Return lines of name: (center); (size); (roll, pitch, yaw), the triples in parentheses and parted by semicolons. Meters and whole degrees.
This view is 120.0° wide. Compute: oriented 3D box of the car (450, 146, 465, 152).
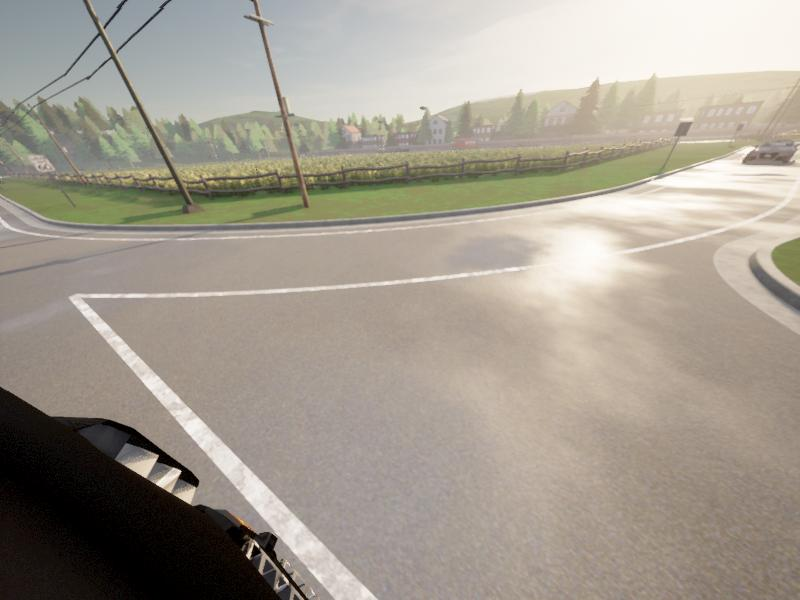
car: (18.848, -49.644, 76.074); (4.193, 1.474, 1.816); (16, 38, 27)

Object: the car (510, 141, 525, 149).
car: (38.460, -50.816, 75.855); (3.866, 1.878, 1.905); (16, 38, 27)

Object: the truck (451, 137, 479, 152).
truck: (22.429, -54.068, 80.327); (8.468, 3.827, 2.891); (16, 38, 27)

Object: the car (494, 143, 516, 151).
car: (30.249, -44.113, 66.629); (5.238, 1.638, 1.930); (17, 38, 27)

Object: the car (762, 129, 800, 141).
car: (73.911, -31.273, 43.684); (5.366, 1.575, 1.801); (16, 38, 27)

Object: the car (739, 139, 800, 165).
car: (27.130, -10.801, 16.818); (4.181, 1.385, 1.994); (-23, 38, -27)

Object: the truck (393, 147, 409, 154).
truck: (0.407, -59.820, 92.401); (6.274, 2.098, 2.390); (16, 38, 27)
